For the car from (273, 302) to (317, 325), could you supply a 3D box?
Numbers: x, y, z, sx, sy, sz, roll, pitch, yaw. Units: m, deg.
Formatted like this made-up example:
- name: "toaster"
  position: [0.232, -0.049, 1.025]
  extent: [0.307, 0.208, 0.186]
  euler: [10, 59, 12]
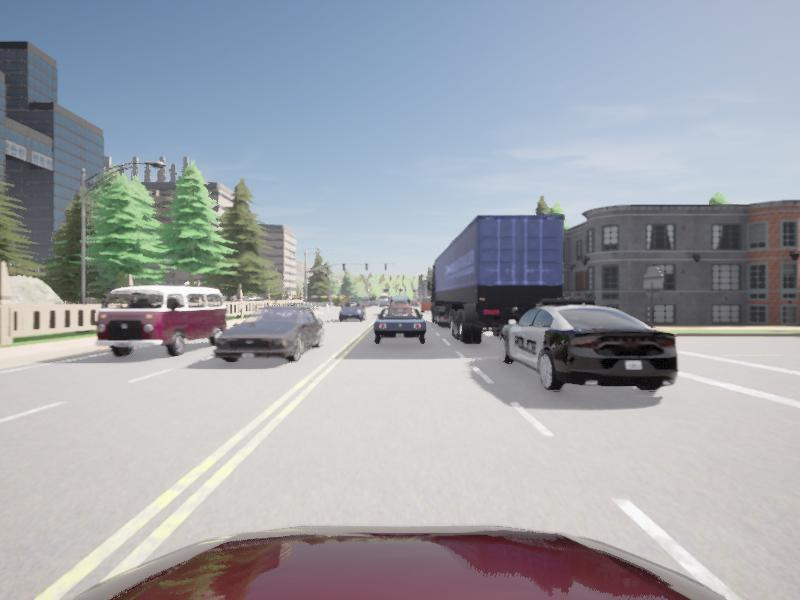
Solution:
- name: "car"
  position: [-6.998, 0.857, 26.996]
  extent: [1.970, 1.475, 3.806]
  euler: [0, 0, 0]

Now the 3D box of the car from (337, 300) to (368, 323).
- name: "car"
  position: [-3.498, 0.793, 29.980]
  extent: [1.851, 1.617, 3.988]
  euler: [0, 0, 0]

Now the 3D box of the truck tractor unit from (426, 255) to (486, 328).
- name: "truck tractor unit"
  position: [3.506, -0.520, 26.645]
  extent: [3.053, 4.208, 6.516]
  euler: [0, 0, 0]

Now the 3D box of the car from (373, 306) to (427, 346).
- name: "car"
  position: [0.002, 0.946, 16.194]
  extent: [1.895, 1.301, 4.718]
  euler: [0, 0, 0]

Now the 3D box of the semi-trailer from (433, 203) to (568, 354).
- name: "semi-trailer"
  position: [3.513, -0.614, 18.734]
  extent: [2.717, 4.402, 14.254]
  euler: [0, 0, 0]

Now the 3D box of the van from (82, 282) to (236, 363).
- name: "van"
  position: [-6.999, 0.573, 12.337]
  extent: [2.069, 2.038, 4.480]
  euler: [0, 0, 0]

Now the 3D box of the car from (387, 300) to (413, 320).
- name: "car"
  position: [0.004, 0.786, 35.261]
  extent: [2.152, 1.651, 5.027]
  euler: [0, 0, 0]

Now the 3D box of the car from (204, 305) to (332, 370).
- name: "car"
  position: [-3.500, 0.896, 11.875]
  extent: [2.033, 1.411, 5.357]
  euler: [0, 0, 0]

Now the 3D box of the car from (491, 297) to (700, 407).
- name: "car"
  position: [3.501, 0.772, 8.579]
  extent: [1.930, 1.638, 5.238]
  euler: [0, 0, 0]

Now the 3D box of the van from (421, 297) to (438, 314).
- name: "van"
  position: [3.505, 0.603, 48.831]
  extent: [1.775, 1.987, 4.442]
  euler: [0, 0, 0]

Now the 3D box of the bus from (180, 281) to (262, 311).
- name: "bus"
  position: [-26.384, -0.526, 59.427]
  extent: [10.273, 4.253, 3.944]
  euler: [0, 0, -1]
